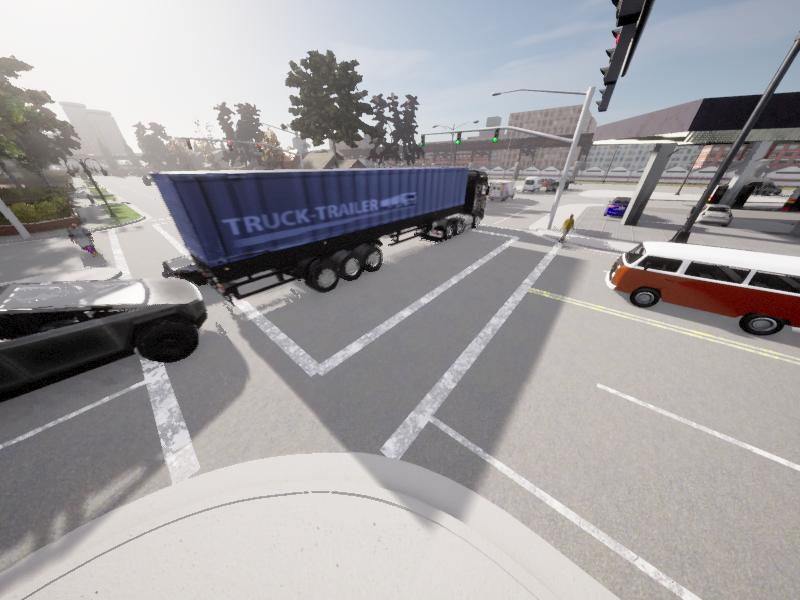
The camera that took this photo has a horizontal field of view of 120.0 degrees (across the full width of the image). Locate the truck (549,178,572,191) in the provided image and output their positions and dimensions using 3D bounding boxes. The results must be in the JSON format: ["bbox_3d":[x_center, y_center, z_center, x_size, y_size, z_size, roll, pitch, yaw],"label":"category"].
[{"bbox_3d":[33.066,-23.815,47.556,2.390,2.098,6.274,23,37,34],"label":"truck"}]

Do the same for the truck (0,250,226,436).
[{"bbox_3d":[-7.824,0.993,4.588,2.390,2.098,6.274,25,38,36],"label":"truck"}]

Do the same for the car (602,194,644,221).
[{"bbox_3d":[21.088,-8.924,21.955,2.242,1.667,4.611,23,37,34],"label":"car"}]

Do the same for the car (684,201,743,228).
[{"bbox_3d":[25.999,-7.245,19.370,1.970,1.475,3.806,23,37,34],"label":"car"}]

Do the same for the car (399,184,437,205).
[{"bbox_3d":[2.479,-14.378,31.262,2.150,2.045,5.566,23,37,34],"label":"car"}]

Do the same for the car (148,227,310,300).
[{"bbox_3d":[-7.196,-1.981,10.444,2.033,1.411,5.357,22,37,34],"label":"car"}]

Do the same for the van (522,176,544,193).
[{"bbox_3d":[25.688,-22.323,44.533,1.988,2.561,5.915,22,37,34],"label":"van"}]

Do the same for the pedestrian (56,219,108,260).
[{"bbox_3d":[-16.278,-3.108,11.881,0.751,1.860,0.751,-21,36,-32],"label":"pedestrian"}]

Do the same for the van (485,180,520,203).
[{"bbox_3d":[14.807,-15.711,33.190,2.351,2.431,6.366,22,37,34],"label":"van"}]

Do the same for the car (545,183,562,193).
[{"bbox_3d":[28.678,-20.952,43.165,1.845,1.501,3.633,23,37,34],"label":"car"}]

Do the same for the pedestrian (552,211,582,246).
[{"bbox_3d":[10.062,-4.328,13.993,0.751,1.860,0.751,5,30,9],"label":"pedestrian"}]

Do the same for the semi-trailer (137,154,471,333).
[{"bbox_3d":[-1.275,-4.125,11.133,2.717,4.402,14.254,23,37,34],"label":"semi-trailer"}]

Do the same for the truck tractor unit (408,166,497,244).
[{"bbox_3d":[3.777,-7.088,16.456,3.053,4.208,6.516,22,37,34],"label":"truck tractor unit"}]

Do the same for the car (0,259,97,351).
[{"bbox_3d":[-11.856,0.697,5.557,1.930,1.638,5.238,22,37,33],"label":"car"}]

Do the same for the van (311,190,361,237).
[{"bbox_3d":[-4.688,-7.075,18.232,2.351,2.431,6.366,-2,30,-3],"label":"van"}]

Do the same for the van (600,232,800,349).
[{"bbox_3d":[9.670,-0.596,7.398,4.480,2.038,2.069,21,36,32],"label":"van"}]

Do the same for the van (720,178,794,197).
[{"bbox_3d":[58.852,-18.766,38.370,5.915,2.561,1.988,23,37,34],"label":"van"}]
